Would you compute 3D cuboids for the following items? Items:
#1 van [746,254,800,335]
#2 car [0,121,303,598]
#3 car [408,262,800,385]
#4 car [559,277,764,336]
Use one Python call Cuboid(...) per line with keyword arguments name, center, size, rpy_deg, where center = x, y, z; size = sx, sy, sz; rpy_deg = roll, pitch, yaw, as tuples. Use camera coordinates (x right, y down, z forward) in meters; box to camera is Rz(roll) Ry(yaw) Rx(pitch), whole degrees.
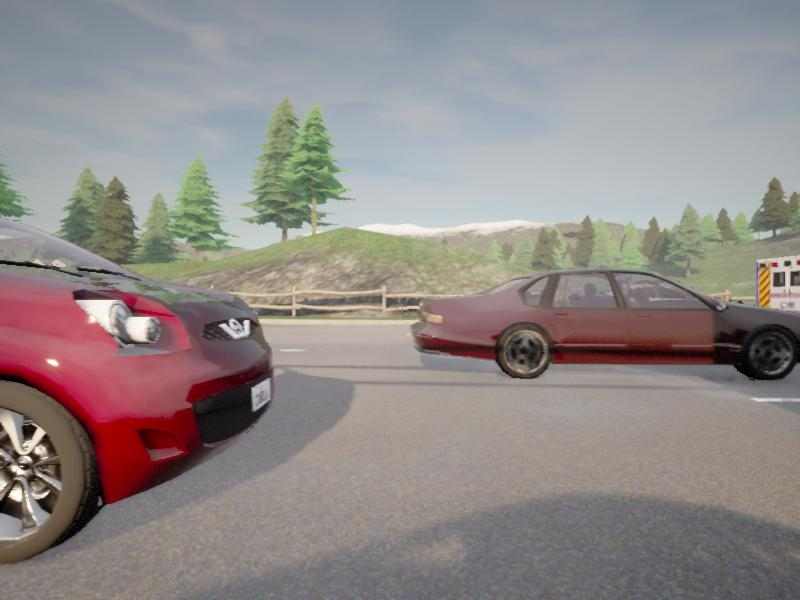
Cuboid(name="van", center=(15.234, -0.142, 12.762), size=(6.366, 2.431, 2.351), rpy_deg=(0, 0, 0))
Cuboid(name="car", center=(-2.570, 0.174, 2.178), size=(3.633, 1.501, 1.845), rpy_deg=(1, 0, 0))
Cuboid(name="car", center=(2.823, 0.282, 5.700), size=(5.357, 1.411, 2.033), rpy_deg=(0, 0, -1))
Cuboid(name="car", center=(8.072, 0.192, 12.730), size=(5.238, 1.638, 1.930), rpy_deg=(1, 0, 0))
